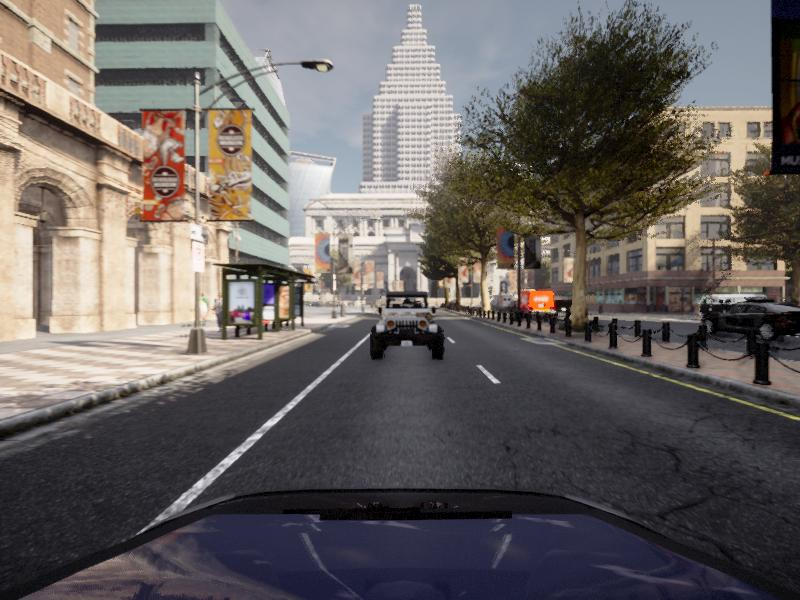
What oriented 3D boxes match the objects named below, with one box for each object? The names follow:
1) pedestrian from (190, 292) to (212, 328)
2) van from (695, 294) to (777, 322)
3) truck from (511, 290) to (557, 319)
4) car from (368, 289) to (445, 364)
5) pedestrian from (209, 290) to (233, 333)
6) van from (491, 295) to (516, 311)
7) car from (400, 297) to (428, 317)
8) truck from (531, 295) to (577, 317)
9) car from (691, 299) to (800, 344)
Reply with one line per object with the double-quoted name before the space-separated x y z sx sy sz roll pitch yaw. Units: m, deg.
"pedestrian" -10.602 0.517 21.360 0.751 1.860 0.751 0 0 8
"van" 25.990 0.592 31.067 4.480 2.038 2.069 0 0 4
"truck" 12.189 0.393 36.889 2.627 2.467 5.204 0 0 1
"car" 0.206 0.661 11.892 1.905 1.878 3.866 0 0 1
"pedestrian" -8.033 0.511 17.953 0.751 1.860 0.751 0 0 -4
"van" 16.154 0.441 62.908 2.351 2.431 6.366 0 0 1
"car" 1.328 0.699 39.610 1.932 1.855 4.605 0 0 -9
"truck" 15.780 0.580 41.482 2.390 2.098 6.274 0 0 1
"car" 15.309 0.782 17.177 1.930 1.638 5.238 0 0 1
